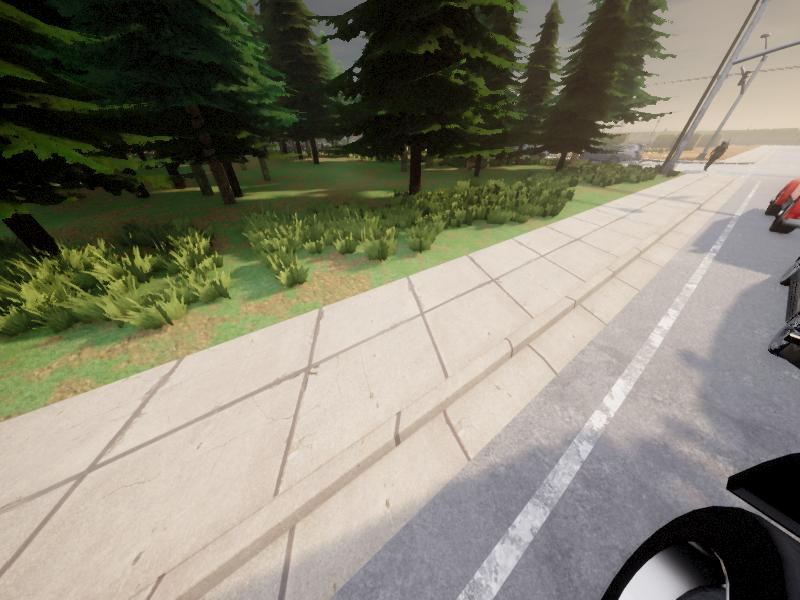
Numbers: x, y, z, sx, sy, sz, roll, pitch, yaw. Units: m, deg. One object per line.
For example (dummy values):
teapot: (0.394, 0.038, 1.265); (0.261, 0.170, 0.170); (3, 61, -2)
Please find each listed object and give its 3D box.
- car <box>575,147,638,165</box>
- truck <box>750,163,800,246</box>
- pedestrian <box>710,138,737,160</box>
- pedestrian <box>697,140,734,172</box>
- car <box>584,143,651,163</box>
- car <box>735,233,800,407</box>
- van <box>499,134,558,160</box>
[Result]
car: (20.962, -14.820, 23.669); (1.994, 1.385, 4.181); (-22, 40, -28)
truck: (12.429, -3.012, 5.960); (5.204, 2.467, 2.627); (-23, 41, -28)
pedestrian: (33.565, -15.655, 23.997); (0.751, 1.860, 0.751); (22, 41, 28)
pedestrian: (22.181, -10.139, 16.271); (0.751, 1.860, 0.751); (-25, 42, -31)
car: (23.690, -16.239, 25.402); (2.242, 1.667, 4.611); (-22, 41, -28)
car: (6.440, -0.038, 2.633); (4.902, 1.511, 2.128); (-22, 41, -28)
van: (15.932, -19.414, 29.206); (1.988, 2.561, 5.915); (-22, 41, -28)
